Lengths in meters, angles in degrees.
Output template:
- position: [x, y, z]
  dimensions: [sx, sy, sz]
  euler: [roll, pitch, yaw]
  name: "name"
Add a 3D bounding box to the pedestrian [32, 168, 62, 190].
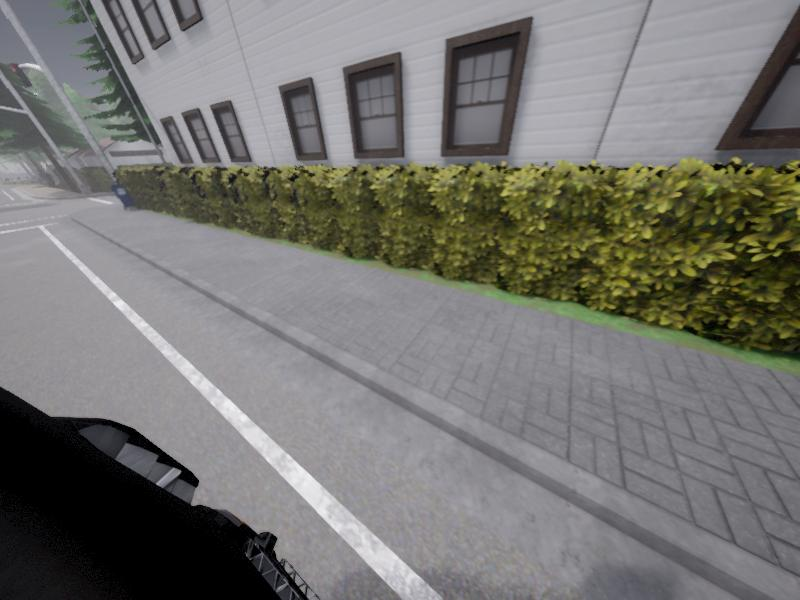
- position: [-35.398, -12.189, 23.192]
  dimensions: [0.751, 1.860, 0.751]
  euler: [-29, 41, -33]
  name: "pedestrian"
